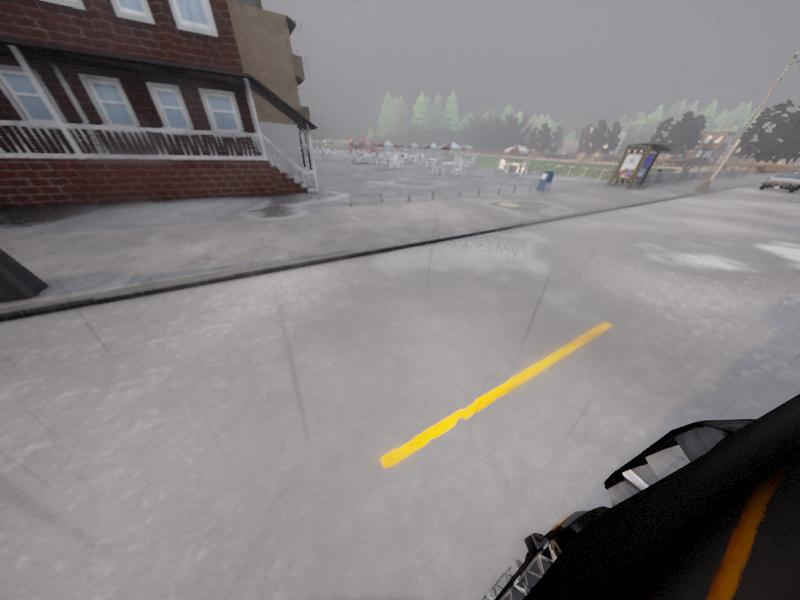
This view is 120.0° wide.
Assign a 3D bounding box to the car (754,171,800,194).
[{"bbox_3d":[33.838,-10.380,20.257,5.357,1.411,2.033,-16,38,-26],"label":"car"}]

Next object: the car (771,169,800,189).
[{"bbox_3d":[40.607,-12.417,23.608,4.514,1.525,2.007,-16,38,-26],"label":"car"}]
